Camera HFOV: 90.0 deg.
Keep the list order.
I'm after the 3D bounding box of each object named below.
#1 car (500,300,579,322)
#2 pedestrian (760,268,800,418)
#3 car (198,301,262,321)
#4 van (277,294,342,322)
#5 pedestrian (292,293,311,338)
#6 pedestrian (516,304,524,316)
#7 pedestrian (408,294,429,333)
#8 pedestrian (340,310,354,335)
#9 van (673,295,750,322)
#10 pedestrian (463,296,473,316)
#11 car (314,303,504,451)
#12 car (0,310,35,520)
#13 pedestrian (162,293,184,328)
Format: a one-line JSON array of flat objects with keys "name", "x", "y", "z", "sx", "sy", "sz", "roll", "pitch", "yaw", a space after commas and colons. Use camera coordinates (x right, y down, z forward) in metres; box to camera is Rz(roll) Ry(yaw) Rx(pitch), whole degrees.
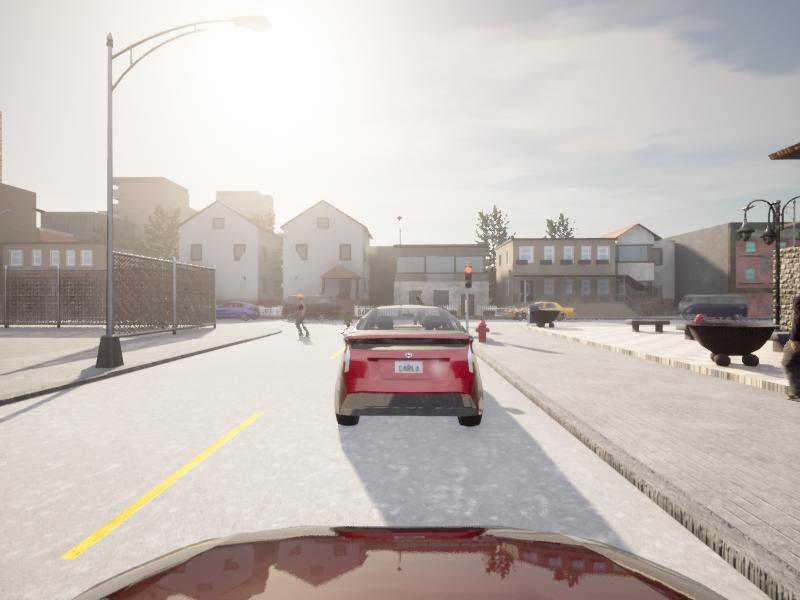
[{"name": "car", "x": 10.512, "y": 0.800, "z": 30.407, "sx": 5.366, "sy": 1.575, "sz": 1.801, "roll": 0, "pitch": 0, "yaw": 1}, {"name": "pedestrian", "x": 5.395, "y": 0.533, "z": 5.219, "sx": 0.751, "sy": 1.860, "sz": 0.751, "roll": 0, "pitch": 0, "yaw": 9}, {"name": "car", "x": -13.032, "y": 0.854, "z": 30.796, "sx": 4.193, "sy": 1.474, "sz": 1.816, "roll": 0, "pitch": 0, "yaw": 3}, {"name": "van", "x": -6.830, "y": 0.596, "z": 30.278, "sx": 4.442, "sy": 1.987, "sz": 1.775, "roll": 0, "pitch": 0, "yaw": 18}, {"name": "pedestrian", "x": -4.160, "y": 0.637, "z": 16.884, "sx": 0.751, "sy": 1.860, "sz": 0.751, "roll": 0, "pitch": 0, "yaw": -12}, {"name": "pedestrian", "x": 10.801, "y": 0.913, "z": 36.059, "sx": 0.500, "sy": 1.100, "sz": 0.500, "roll": 0, "pitch": 0, "yaw": -2}, {"name": "pedestrian", "x": 0.896, "y": 0.637, "z": 19.281, "sx": 0.751, "sy": 1.860, "sz": 0.751, "roll": 0, "pitch": 0, "yaw": -22}, {"name": "pedestrian", "x": -2.429, "y": 1.017, "z": 18.322, "sx": 0.500, "sy": 1.100, "sz": 0.500, "roll": 0, "pitch": 0, "yaw": -34}, {"name": "van", "x": 23.362, "y": 0.599, "z": 30.115, "sx": 4.442, "sy": 1.987, "sz": 1.775, "roll": 0, "pitch": 0, "yaw": 1}, {"name": "pedestrian", "x": 6.202, "y": 0.533, "z": 36.404, "sx": 0.751, "sy": 1.860, "sz": 0.751, "roll": 0, "pitch": 0, "yaw": -4}, {"name": "car", "x": 0.137, "y": 0.828, "z": 6.489, "sx": 2.007, "sy": 1.525, "sz": 4.514, "roll": 0, "pitch": 0, "yaw": 1}, {"name": "car", "x": -4.006, "y": 0.836, "z": 0.742, "sx": 2.128, "sy": 1.511, "sz": 4.902, "roll": 0, "pitch": 0, "yaw": 1}, {"name": "pedestrian", "x": -12.285, "y": 0.534, "z": 21.701, "sx": 0.751, "sy": 1.860, "sz": 0.751, "roll": 0, "pitch": 0, "yaw": 5}]
